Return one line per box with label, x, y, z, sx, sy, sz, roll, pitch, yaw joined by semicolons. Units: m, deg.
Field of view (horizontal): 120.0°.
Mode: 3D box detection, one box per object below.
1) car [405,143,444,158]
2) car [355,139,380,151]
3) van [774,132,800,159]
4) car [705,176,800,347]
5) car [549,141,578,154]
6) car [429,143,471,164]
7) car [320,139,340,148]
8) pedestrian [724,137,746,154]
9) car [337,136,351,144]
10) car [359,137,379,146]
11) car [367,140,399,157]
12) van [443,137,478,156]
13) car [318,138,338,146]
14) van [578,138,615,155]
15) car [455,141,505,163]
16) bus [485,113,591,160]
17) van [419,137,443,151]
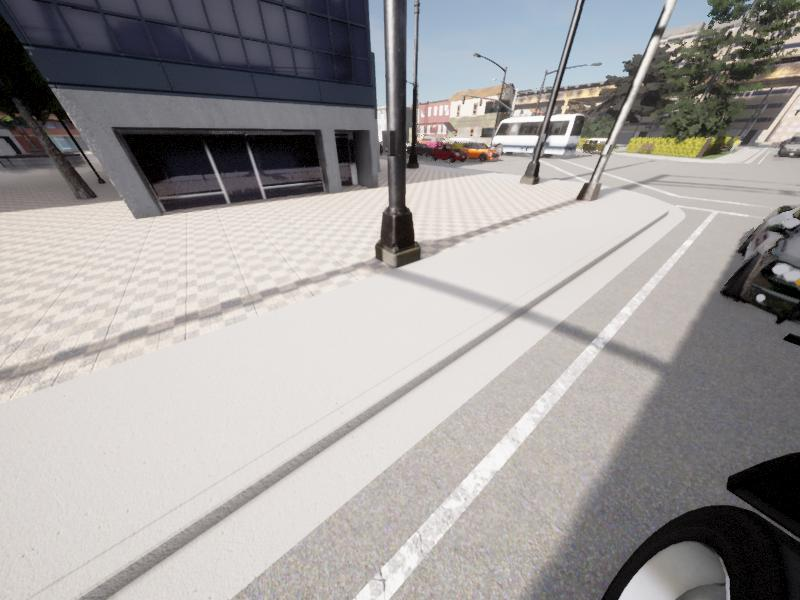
car;3.192;-20.296;31.275;2.033;1.411;5.357;-23;42;-29
car;-5.784;-27.453;40.811;1.882;1.535;5.008;-23;43;-29
van;48.026;-18.703;27.852;5.915;2.561;1.988;-23;41;-29
car;7.300;-0.792;3.659;4.974;1.542;2.038;-23;41;-29
car;26.490;-24.867;37.628;1.801;1.575;5.366;6;36;9
car;5.166;-15.436;24.291;1.851;1.617;3.988;-23;41;-29
car;-13.438;-30.061;44.331;1.994;1.385;4.181;-23;42;-29
pedestrian;46.212;-21.286;31.861;0.751;1.860;0.751;-12;37;-16
car;-15.532;-44.258;63.855;1.905;1.878;3.866;-24;40;-29
car;-7.097;-35.915;52.322;2.038;1.542;4.974;-24;41;-29
car;-2.429;-21.360;32.480;2.033;1.649;4.856;-23;44;-29
van;8.868;-22.863;34.331;2.069;2.038;4.480;-24;43;-29
car;-16.207;-35.598;51.915;2.033;1.411;5.357;-24;42;-29
van;29.996;-23.637;35.463;2.069;2.038;4.480;4;36;7
car;8.612;-16.252;25.266;2.097;1.767;4.553;-23;41;-29
bus;16.873;-20.833;29.589;3.944;4.253;10.273;-23;42;-29
van;5.612;-28.770;42.448;1.775;1.987;4.442;-23;43;-29
